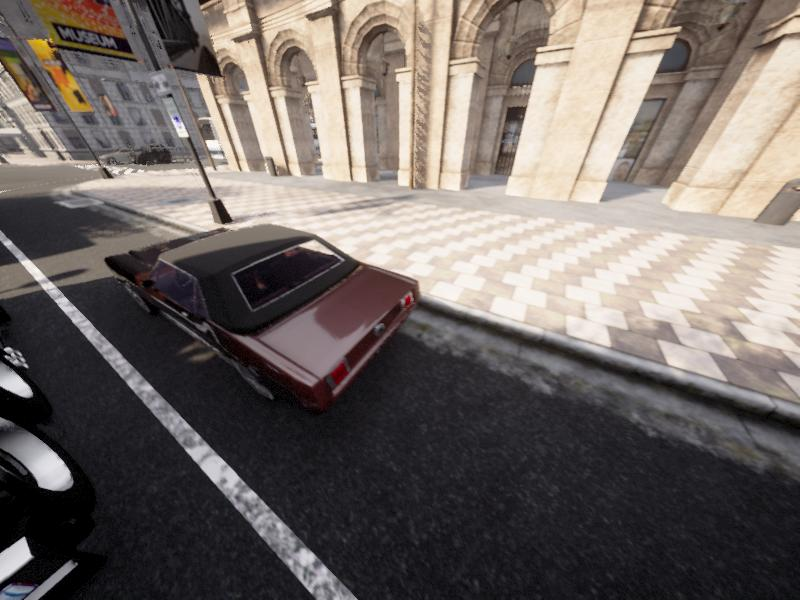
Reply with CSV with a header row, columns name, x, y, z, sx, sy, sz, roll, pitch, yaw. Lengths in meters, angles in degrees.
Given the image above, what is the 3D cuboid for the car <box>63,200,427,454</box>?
name,x,y,z,sx,sy,sz,roll,pitch,yaw
car,-2.206,-0.307,3.314,4.718,1.301,1.895,18,39,24

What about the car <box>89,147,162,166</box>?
name,x,y,z,sx,sy,sz,roll,pitch,yaw
car,-32.140,-17.030,27.260,2.152,1.651,5.027,19,39,25

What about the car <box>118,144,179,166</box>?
name,x,y,z,sx,sy,sz,roll,pitch,yaw
car,-28.513,-16.575,26.342,1.905,1.878,3.866,16,38,22

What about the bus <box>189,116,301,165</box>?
name,x,y,z,sx,sy,sz,roll,pitch,yaw
bus,-18.539,-19.916,28.997,3.944,4.253,10.273,19,39,25

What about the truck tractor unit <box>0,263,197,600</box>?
name,x,y,z,sx,sy,sz,roll,pitch,yaw
truck tractor unit,-5.120,-0.287,0.793,6.516,4.208,3.053,18,39,25
